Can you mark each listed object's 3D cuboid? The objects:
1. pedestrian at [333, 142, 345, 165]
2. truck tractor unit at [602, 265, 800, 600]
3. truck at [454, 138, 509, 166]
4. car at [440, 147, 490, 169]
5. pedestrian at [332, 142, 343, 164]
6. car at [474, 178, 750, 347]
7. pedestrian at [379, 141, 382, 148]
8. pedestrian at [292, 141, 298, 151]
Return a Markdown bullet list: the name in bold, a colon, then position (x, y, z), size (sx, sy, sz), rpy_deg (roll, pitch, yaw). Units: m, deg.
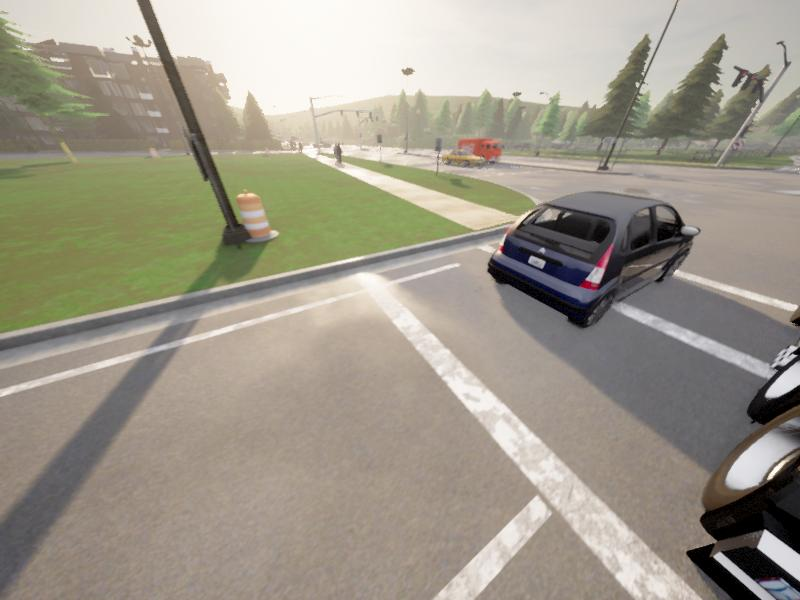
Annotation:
- **pedestrian**: position (-5.884, -14.211, 22.453), size (0.751, 1.860, 0.751), rpy_deg (-12, 37, -18)
- **truck tractor unit**: position (5.112, -0.297, 0.788), size (6.516, 4.208, 3.053), rpy_deg (-18, 39, -24)
- **truck**: position (9.102, -16.999, 26.403), size (2.627, 2.467, 5.204), rpy_deg (-17, 38, -24)
- **car**: position (6.639, -15.069, 24.363), size (1.801, 1.575, 5.366), rpy_deg (-17, 39, -24)
- **pedestrian**: position (-6.511, -15.370, 24.114), size (0.751, 1.860, 0.751), rpy_deg (-15, 38, -20)
- **car**: position (3.620, -1.046, 4.146), size (3.988, 1.617, 1.851), rpy_deg (-18, 39, -24)
- **pedestrian**: position (-5.885, -46.980, 69.845), size (0.751, 1.860, 0.751), rpy_deg (-24, 42, -31)
- **pedestrian**: position (-23.867, -35.207, 52.738), size (0.751, 1.860, 0.751), rpy_deg (-16, 38, -22)
